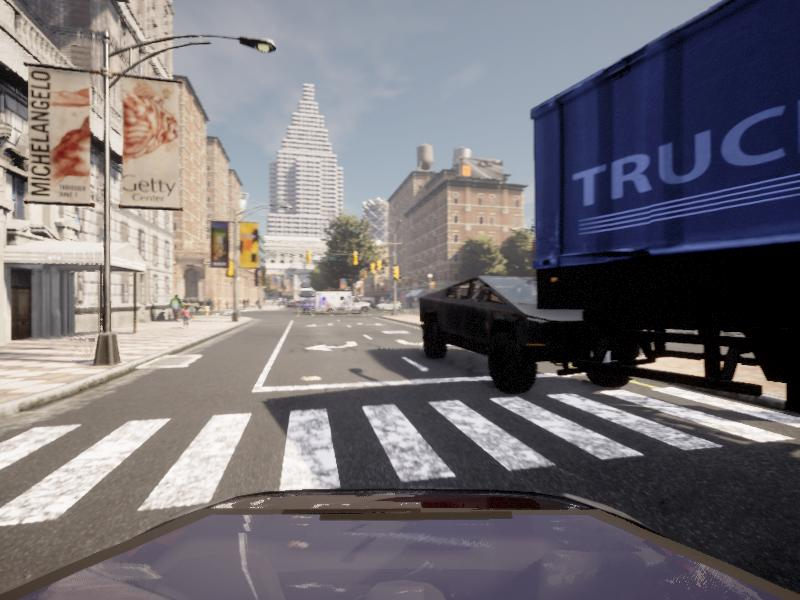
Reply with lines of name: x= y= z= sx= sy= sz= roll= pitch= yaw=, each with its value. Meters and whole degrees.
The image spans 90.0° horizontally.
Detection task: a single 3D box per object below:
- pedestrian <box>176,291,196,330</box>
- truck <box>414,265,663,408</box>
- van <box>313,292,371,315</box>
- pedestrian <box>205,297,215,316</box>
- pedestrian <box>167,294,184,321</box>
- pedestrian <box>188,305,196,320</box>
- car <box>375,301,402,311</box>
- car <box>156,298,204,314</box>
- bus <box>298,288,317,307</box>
pedestrian: x=-10.526 y=0.501 z=19.669 sx=0.751 sy=1.860 sz=0.751 roll=0 pitch=0 yaw=-17
truck: x=2.329 y=0.538 z=9.200 sx=2.390 sy=2.098 sz=6.274 roll=0 pitch=0 yaw=-14
van: x=-6.584 y=0.386 z=45.176 sx=6.366 sy=2.431 sz=2.351 roll=0 pitch=0 yaw=-14
pedestrian: x=-19.524 y=0.666 z=41.094 sx=0.751 sy=1.860 sz=0.751 roll=0 pitch=0 yaw=-10
pedestrian: x=-15.695 y=0.509 z=27.983 sx=0.751 sy=1.860 sz=0.751 roll=0 pitch=0 yaw=-7
pedestrian: x=-15.421 y=0.888 z=29.636 sx=0.500 sy=1.100 sz=0.500 roll=0 pitch=0 yaw=-26
car: x=-1.675 y=0.827 z=57.226 sx=3.633 sy=1.501 sz=1.845 roll=0 pitch=0 yaw=-14
car: x=-26.034 y=0.690 z=47.520 sx=4.605 sy=1.855 sz=1.932 roll=0 pitch=0 yaw=-13
bus: x=-21.562 y=-0.509 z=93.084 sx=3.944 sy=4.253 sz=10.273 roll=0 pitch=0 yaw=-14
